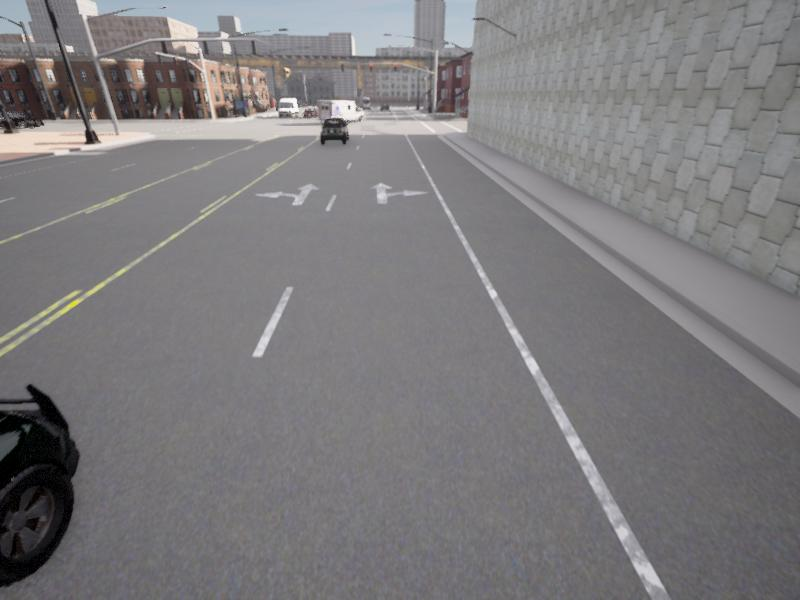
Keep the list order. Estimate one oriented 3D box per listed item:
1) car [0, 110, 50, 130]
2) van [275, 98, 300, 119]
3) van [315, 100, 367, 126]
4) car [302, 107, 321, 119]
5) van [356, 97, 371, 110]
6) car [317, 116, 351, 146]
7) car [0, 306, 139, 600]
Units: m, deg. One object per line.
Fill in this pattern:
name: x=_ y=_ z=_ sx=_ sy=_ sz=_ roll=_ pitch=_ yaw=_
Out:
car: x=-38.543 y=-17.889 z=39.719 sx=5.238 sy=1.638 sz=1.930 roll=-1 pitch=27 yaw=-2
van: x=-16.309 y=-27.928 z=58.273 sx=1.988 sy=2.561 sz=5.915 roll=-1 pitch=27 yaw=-2
van: x=-6.793 y=-21.994 z=46.860 sx=2.351 sy=2.431 sz=6.366 roll=20 pitch=32 yaw=28
car: x=-12.773 y=-27.072 z=57.882 sx=1.994 sy=1.385 sz=4.181 roll=-1 pitch=27 yaw=-2
van: x=-8.281 y=-44.677 z=90.898 sx=1.988 sy=2.561 sz=5.915 roll=-7 pitch=28 yaw=-15
car: x=-4.576 y=-11.993 z=28.234 sx=1.851 sy=1.617 sz=3.988 roll=-1 pitch=27 yaw=-2
car: x=-3.457 y=1.880 z=1.284 sx=2.038 sy=1.542 sz=4.974 roll=-1 pitch=27 yaw=-2
